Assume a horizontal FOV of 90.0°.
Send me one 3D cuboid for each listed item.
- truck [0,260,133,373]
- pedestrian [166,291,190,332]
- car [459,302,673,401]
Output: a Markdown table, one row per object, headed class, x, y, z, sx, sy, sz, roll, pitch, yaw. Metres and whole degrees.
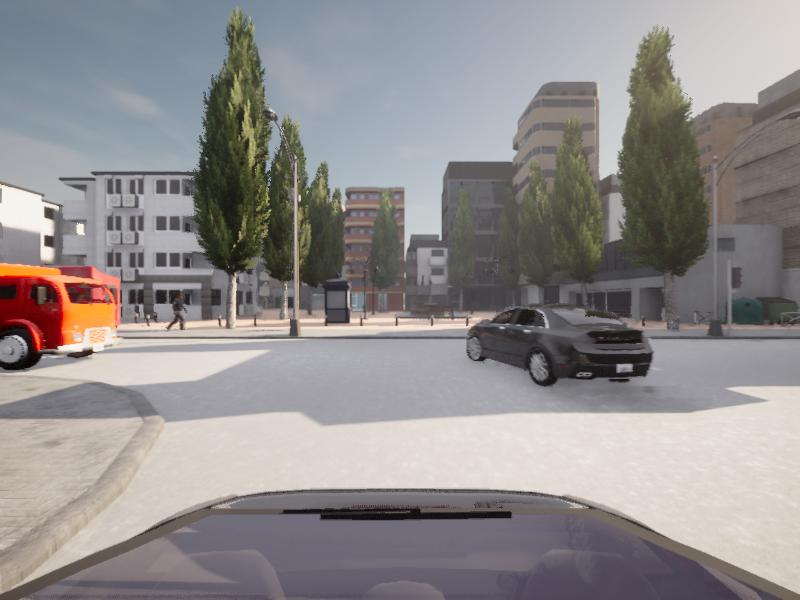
| class | x | y | z | sx | sy | sz | roll | pitch | yaw |
| --- | --- | --- | --- | --- | --- | --- | --- | --- | --- |
| truck | -10.150 | 0.353 | 9.988 | 5.204 | 2.467 | 2.627 | 0 | 0 | 0 |
| pedestrian | -10.344 | 0.527 | 18.641 | 0.751 | 1.860 | 0.751 | 0 | 0 | -4 |
| car | 3.107 | 0.843 | 8.898 | 1.837 | 1.490 | 4.892 | 1 | 0 | -14 |
